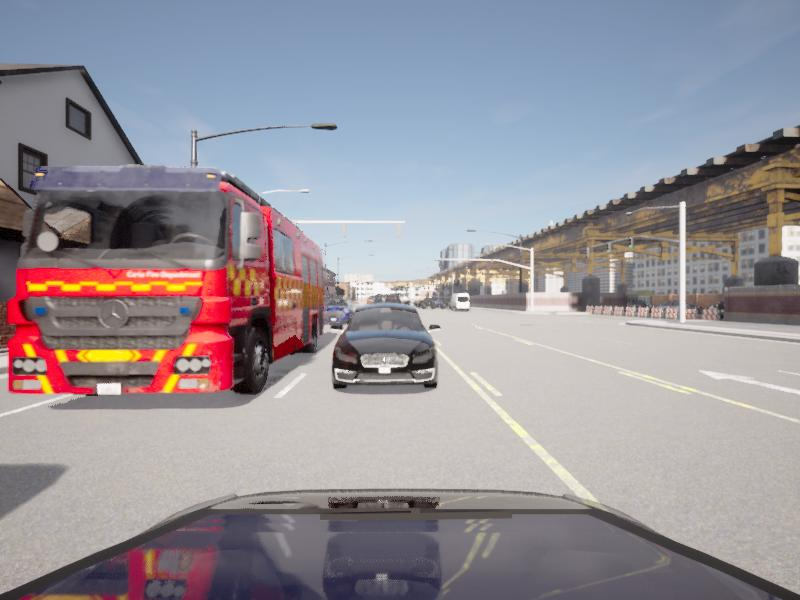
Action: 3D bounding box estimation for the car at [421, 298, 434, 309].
[{"bbox_3d":[4.827,0.649,70.603,1.905,1.878,3.866,0,0,-2],"label":"car"}]

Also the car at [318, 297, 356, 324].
[{"bbox_3d":[-4.407,0.701,28.472,2.097,1.767,4.553,0,0,-2],"label":"car"}]

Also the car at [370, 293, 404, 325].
[{"bbox_3d":[-0.884,0.568,27.928,2.150,2.045,5.566,0,0,-2],"label":"car"}]

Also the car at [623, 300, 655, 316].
[{"bbox_3d":[25.138,0.796,41.974,2.038,1.542,4.974,0,0,42],"label":"car"}]

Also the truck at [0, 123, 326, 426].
[{"bbox_3d":[-3.824,-0.321,9.314,2.891,3.827,8.468,0,0,-2],"label":"truck"}]

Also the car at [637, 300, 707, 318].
[{"bbox_3d":[25.288,0.796,37.368,2.038,1.542,4.974,0,0,-38],"label":"car"}]

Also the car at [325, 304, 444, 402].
[{"bbox_3d":[-0.295,0.845,8.648,1.837,1.490,4.892,0,0,-1],"label":"car"}]

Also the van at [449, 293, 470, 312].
[{"bbox_3d":[8.693,0.325,58.693,1.988,2.561,5.915,0,0,-2],"label":"van"}]

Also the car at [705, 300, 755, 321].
[{"bbox_3d":[26.240,0.796,32.028,2.038,1.542,4.974,0,0,27],"label":"car"}]
